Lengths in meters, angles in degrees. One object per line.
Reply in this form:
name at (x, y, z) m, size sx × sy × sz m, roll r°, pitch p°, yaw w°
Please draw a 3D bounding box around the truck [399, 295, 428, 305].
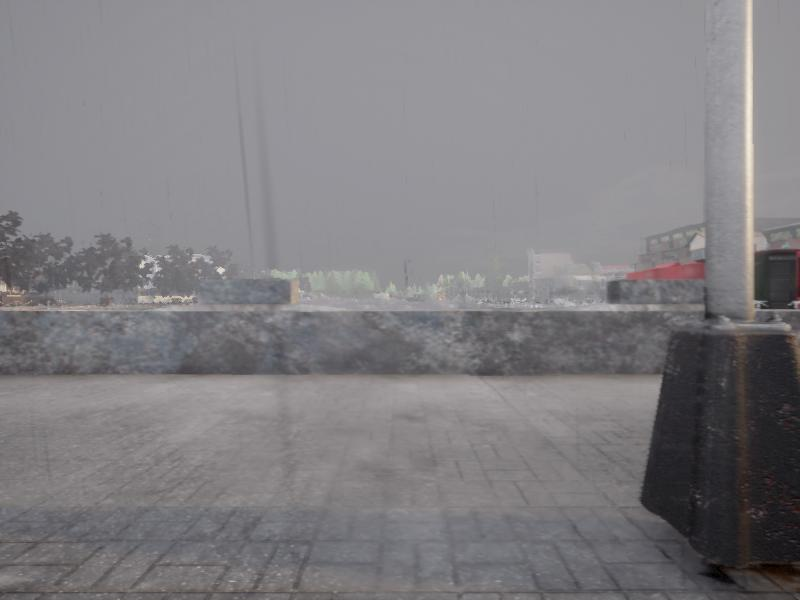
truck at (2.829, -0.060, 85.111) m, size 6.274 × 2.098 × 2.390 m, roll 0°, pitch 0°, yaw 0°
